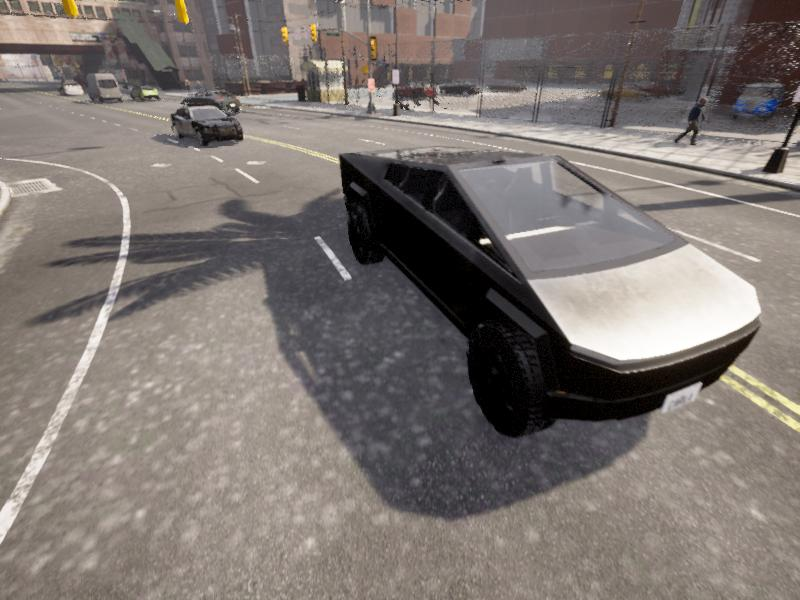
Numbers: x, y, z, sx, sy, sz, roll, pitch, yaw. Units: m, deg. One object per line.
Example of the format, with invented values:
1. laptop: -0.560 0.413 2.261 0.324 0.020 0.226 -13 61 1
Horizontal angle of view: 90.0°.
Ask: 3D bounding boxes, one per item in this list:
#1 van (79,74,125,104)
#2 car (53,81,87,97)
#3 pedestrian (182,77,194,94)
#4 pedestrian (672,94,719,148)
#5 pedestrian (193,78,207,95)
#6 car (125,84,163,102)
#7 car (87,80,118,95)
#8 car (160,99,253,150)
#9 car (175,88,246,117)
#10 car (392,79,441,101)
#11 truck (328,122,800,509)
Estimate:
1. van: -31.224 -22.203 41.892 5.915 2.561 1.988 26 39 38
2. car: -43.296 -27.730 52.484 4.611 1.667 2.242 26 39 38
3. pedestrian: -27.104 -27.431 51.135 0.751 1.860 0.751 26 39 38
4. pedestrian: 11.801 -7.181 16.022 0.751 1.860 0.751 -18 35 -28
5. pedestrian: -24.033 -25.650 48.051 0.751 1.860 0.751 20 36 31
6. car: -27.864 -22.585 43.518 4.514 1.525 2.007 26 39 38
7. car: -40.364 -28.809 54.197 4.856 1.649 2.033 26 39 38
8. car: -9.229 -8.421 18.931 1.930 1.638 5.238 -26 38 -36
9. car: -14.428 -15.113 30.475 5.027 1.651 2.152 17 35 27
10. car: 1.619 -21.337 40.618 4.553 1.767 2.185 26 39 37
11. truck: 1.055 -0.936 5.540 2.390 2.098 6.274 -12 32 -20
